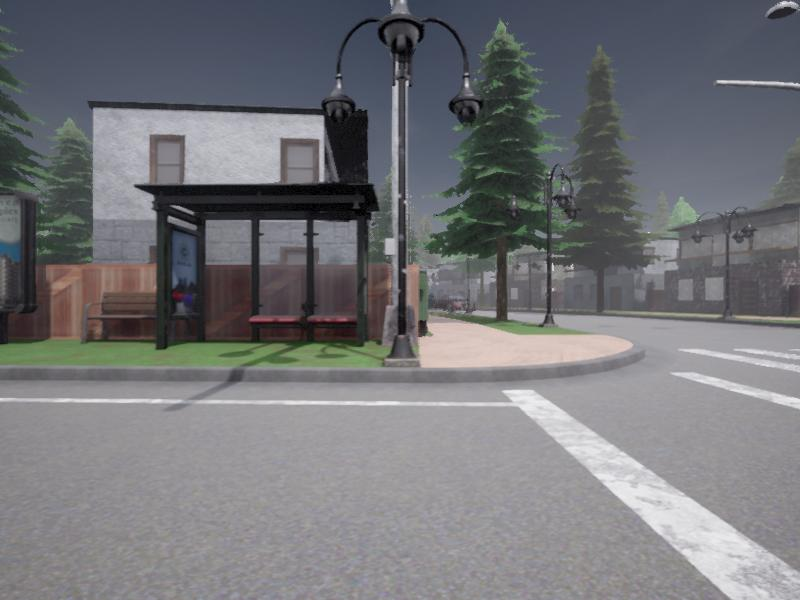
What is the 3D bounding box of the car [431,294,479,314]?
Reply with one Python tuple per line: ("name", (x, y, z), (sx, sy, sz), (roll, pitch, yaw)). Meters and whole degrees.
("car", (4.158, 0.293, 30.845), (1.994, 1.385, 4.181), (0, 0, -19))
